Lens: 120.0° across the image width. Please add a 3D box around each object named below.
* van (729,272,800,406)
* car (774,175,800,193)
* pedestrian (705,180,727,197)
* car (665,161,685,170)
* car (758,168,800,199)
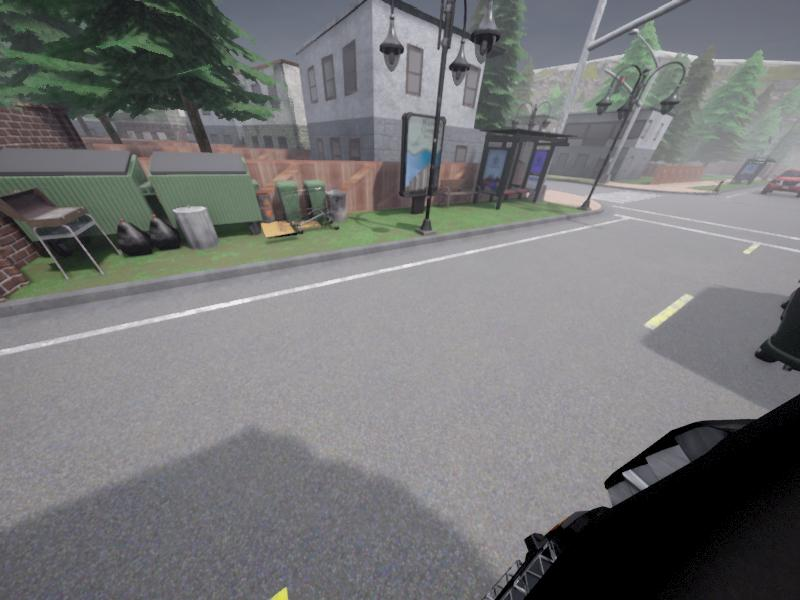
[{"bbox_3d":[6.538,-0.031,2.697,4.442,1.987,1.775,-16,38,-26],"label":"van"},{"bbox_3d":[41.473,-12.016,23.981,4.181,1.385,1.994,-16,38,-26],"label":"car"},{"bbox_3d":[23.843,-8.420,17.413,0.500,1.100,0.500,-22,41,-32],"label":"pedestrian"},{"bbox_3d":[70.483,-34.420,59.206,4.605,1.855,1.932,-17,38,-27],"label":"car"},{"bbox_3d":[34.579,-10.321,20.286,5.566,2.045,2.150,-16,38,-26],"label":"car"}]
